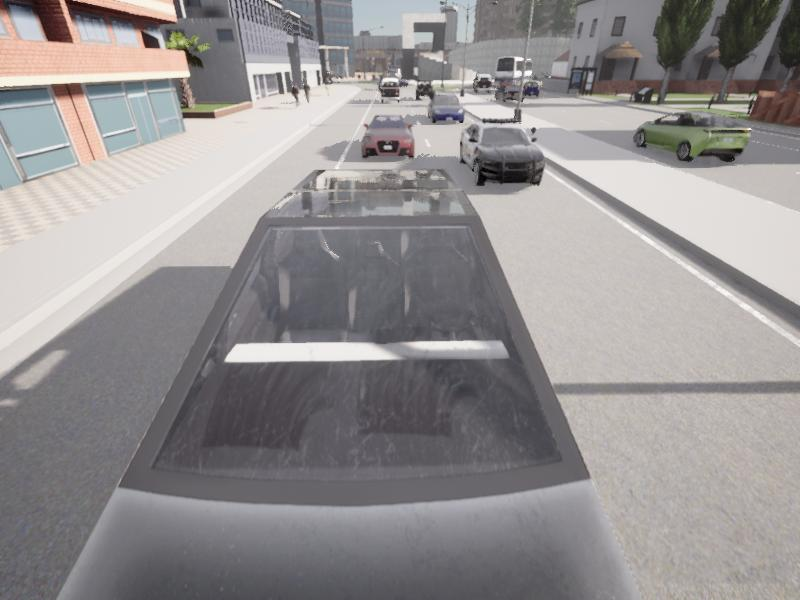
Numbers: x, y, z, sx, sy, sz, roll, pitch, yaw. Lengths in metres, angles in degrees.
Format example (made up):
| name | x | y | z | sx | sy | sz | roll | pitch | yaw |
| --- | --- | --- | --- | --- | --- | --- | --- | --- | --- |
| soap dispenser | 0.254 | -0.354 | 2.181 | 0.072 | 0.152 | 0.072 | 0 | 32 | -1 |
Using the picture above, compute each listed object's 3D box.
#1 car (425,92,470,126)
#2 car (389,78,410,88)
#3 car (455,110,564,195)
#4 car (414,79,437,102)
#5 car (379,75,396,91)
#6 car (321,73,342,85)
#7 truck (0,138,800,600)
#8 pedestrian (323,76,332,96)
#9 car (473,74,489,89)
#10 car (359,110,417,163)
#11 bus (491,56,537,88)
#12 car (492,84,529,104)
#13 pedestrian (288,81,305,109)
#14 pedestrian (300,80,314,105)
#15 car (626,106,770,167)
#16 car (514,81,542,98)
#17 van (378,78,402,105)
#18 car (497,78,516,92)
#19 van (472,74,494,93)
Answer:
| name | x | y | z | sx | sy | sz | roll | pitch | yaw |
| --- | --- | --- | --- | --- | --- | --- | --- | --- | --- |
| car | 2.849 | -12.138 | 25.263 | 2.163 | 1.488 | 4.792 | -1 | 31 | -1 |
| car | -0.120 | -35.505 | 65.390 | 1.895 | 1.301 | 4.718 | -10 | 32 | -16 |
| car | 3.102 | -4.867 | 12.678 | 1.930 | 1.638 | 5.238 | -1 | 30 | -1 |
| car | 2.518 | -21.314 | 40.539 | 1.905 | 1.878 | 3.866 | -1 | 30 | -1 |
| car | -1.851 | -30.645 | 56.516 | 1.932 | 1.855 | 4.605 | -4 | 30 | -6 |
| car | -13.235 | -42.776 | 77.290 | 1.932 | 1.855 | 4.605 | -19 | 35 | -29 |
| truck | -0.219 | 0.080 | 3.782 | 2.390 | 2.098 | 6.274 | -1 | 30 | -1 |
| pedestrian | -8.015 | -23.778 | 44.468 | 0.751 | 1.860 | 0.751 | -3 | 30 | -4 |
| car | 12.222 | -33.006 | 60.483 | 1.905 | 1.878 | 3.866 | 8 | 31 | 13 |
| car | -0.462 | -6.605 | 15.931 | 1.994 | 1.385 | 4.181 | -1 | 30 | -1 |
| bus | 19.073 | -38.015 | 66.688 | 3.944 | 4.253 | 10.273 | 16 | 34 | 28 |
| car | 10.579 | -20.038 | 38.821 | 2.033 | 1.411 | 5.357 | -1 | 30 | -1 |
| pedestrian | -7.933 | -15.729 | 30.707 | 0.751 | 1.860 | 0.751 | 7 | 31 | 11 |
| pedestrian | -7.926 | -17.760 | 34.181 | 0.751 | 1.860 | 0.751 | 4 | 31 | 6 |
| car | 11.049 | -6.413 | 15.403 | 2.007 | 1.525 | 4.514 | -1 | 30 | -1 |
| car | 13.962 | -23.034 | 43.790 | 1.845 | 1.501 | 3.633 | -1 | 30 | -1 |
| van | -0.920 | -19.595 | 37.467 | 2.069 | 2.038 | 4.480 | -1 | 30 | -1 |
| car | 14.293 | -29.009 | 54.003 | 1.845 | 1.501 | 3.633 | 2 | 31 | 5 |
| van | 10.508 | -27.473 | 50.854 | 2.069 | 2.038 | 4.480 | 2 | 28 | 4 |
